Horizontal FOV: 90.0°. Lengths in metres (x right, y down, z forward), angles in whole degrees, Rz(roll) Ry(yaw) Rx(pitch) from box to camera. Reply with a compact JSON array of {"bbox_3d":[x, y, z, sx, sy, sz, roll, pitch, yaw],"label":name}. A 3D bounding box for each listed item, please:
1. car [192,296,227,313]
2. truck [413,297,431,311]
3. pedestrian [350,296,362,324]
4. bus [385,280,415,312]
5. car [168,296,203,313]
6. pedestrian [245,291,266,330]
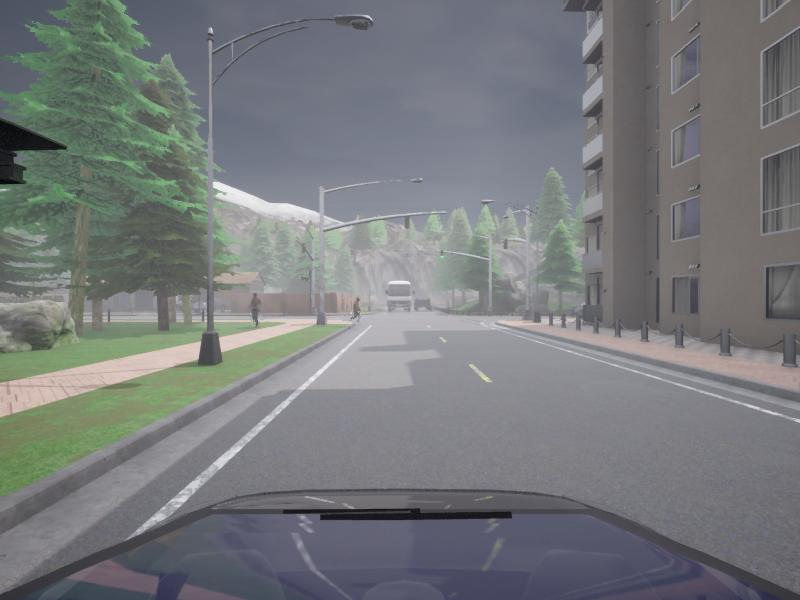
[{"bbox_3d":[-21.587,0.503,45.523,1.932,1.855,4.605,0,0,-1],"label":"car"},{"bbox_3d":[3.407,0.542,62.273,2.390,2.098,6.274,0,0,0],"label":"truck"},{"bbox_3d":[-2.956,0.637,26.936,0.751,1.860,0.751,0,0,-1],"label":"pedestrian"},{"bbox_3d":[0.035,-0.534,57.845,3.944,4.253,10.273,0,0,0],"label":"bus"},{"bbox_3d":[-24.091,0.505,45.073,1.905,1.878,3.866,0,0,-1],"label":"car"},{"bbox_3d":[-7.044,0.484,19.545,0.751,1.860,0.751,0,0,-1],"label":"pedestrian"}]
